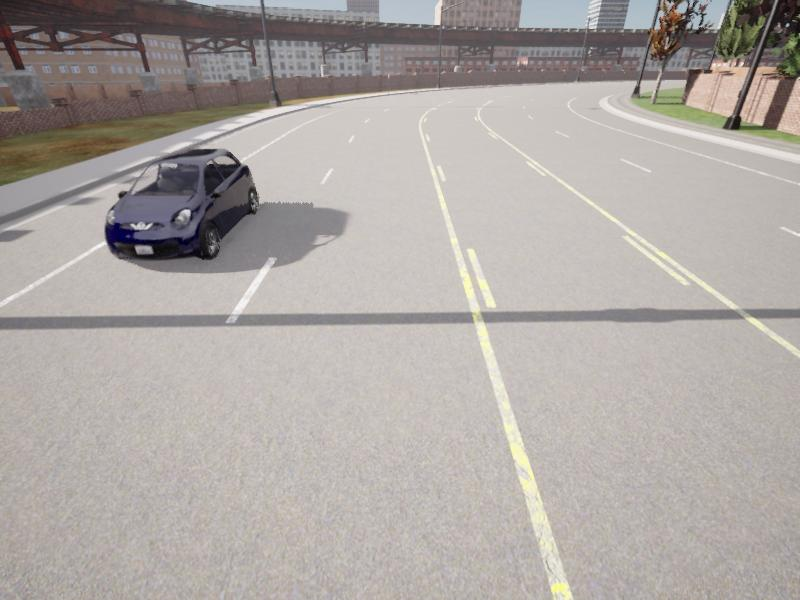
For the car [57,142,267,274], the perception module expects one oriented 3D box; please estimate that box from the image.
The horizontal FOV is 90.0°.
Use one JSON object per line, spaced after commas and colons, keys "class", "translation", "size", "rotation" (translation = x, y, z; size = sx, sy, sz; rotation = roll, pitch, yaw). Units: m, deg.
{"class": "car", "translation": [-4.162, -1.997, 7.860], "size": [1.845, 1.501, 3.633], "rotation": [0, 30, -1]}
